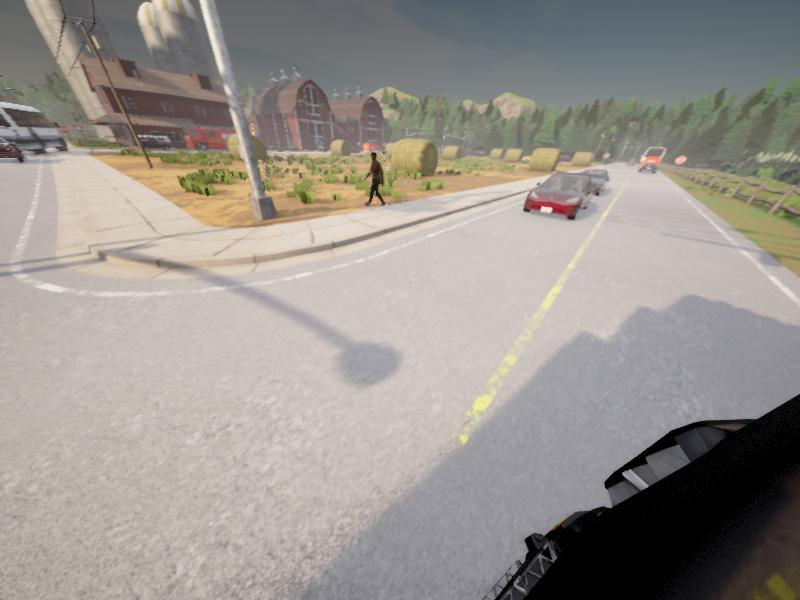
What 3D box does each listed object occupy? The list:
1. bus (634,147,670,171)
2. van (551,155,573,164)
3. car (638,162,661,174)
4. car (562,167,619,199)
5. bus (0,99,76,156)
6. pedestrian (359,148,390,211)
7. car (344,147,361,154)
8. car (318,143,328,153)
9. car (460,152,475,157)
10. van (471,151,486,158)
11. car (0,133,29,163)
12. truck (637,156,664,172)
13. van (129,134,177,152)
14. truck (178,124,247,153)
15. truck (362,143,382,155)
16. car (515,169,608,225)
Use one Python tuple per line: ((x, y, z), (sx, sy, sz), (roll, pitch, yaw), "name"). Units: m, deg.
((58.384, -32.952, 53.827), (3.944, 4.253, 10.273), (28, 41, 33), "bus")
((47.014, -40.900, 67.078), (4.442, 1.987, 1.775), (26, 40, 31), "van")
((44.241, -23.520, 41.000), (2.152, 1.651, 5.027), (28, 41, 33), "car")
((13.140, -8.152, 15.837), (2.033, 1.411, 5.357), (28, 41, 33), "car")
((-39.659, -17.632, 23.764), (3.944, 4.253, 10.273), (-21, 41, -30), "bus")
((-0.900, -4.287, 8.264), (0.751, 1.860, 0.751), (-20, 40, -30), "pedestrian")
((-12.364, -39.064, 60.501), (1.994, 1.385, 4.181), (26, 40, 30), "car")
((-20.505, -40.793, 61.787), (1.905, 1.878, 3.866), (4, 35, -8), "car")
((23.976, -51.750, 82.351), (4.718, 1.301, 1.895), (26, 40, 31), "car")
((28.326, -52.433, 83.077), (4.442, 1.987, 1.775), (26, 40, 31), "van")
((-31.098, -11.729, 17.718), (4.553, 1.767, 2.097), (26, 40, 30), "car")
((50.072, -27.271, 46.294), (2.627, 2.467, 5.204), (28, 41, 33), "truck")
((-38.780, -24.673, 36.365), (2.069, 2.038, 4.480), (25, 40, 30), "van")
((-33.357, -29.047, 41.726), (2.891, 3.827, 8.468), (25, 40, 30), "truck")
((-7.811, -42.572, 65.144), (2.627, 2.467, 5.204), (25, 39, 30), "truck")
((7.251, -4.745, 10.205), (2.163, 1.488, 4.792), (28, 41, 33), "car")
